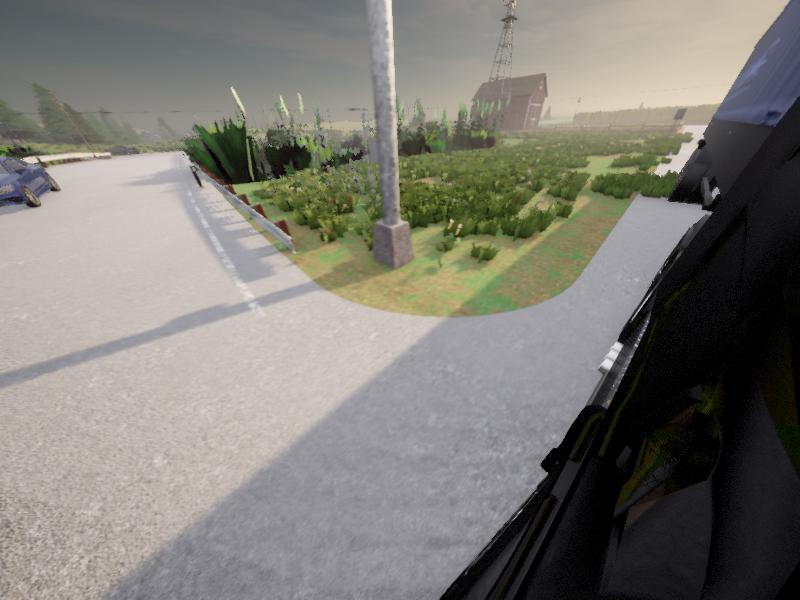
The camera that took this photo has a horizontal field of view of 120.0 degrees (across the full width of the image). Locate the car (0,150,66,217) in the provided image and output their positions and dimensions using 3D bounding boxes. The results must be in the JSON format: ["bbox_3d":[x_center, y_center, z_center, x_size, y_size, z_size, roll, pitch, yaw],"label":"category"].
[{"bbox_3d":[-14.796,-4.359,8.476,1.812,1.442,4.674,-28,46,-30],"label":"car"}]

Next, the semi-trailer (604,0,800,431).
[{"bbox_3d":[8.358,-3.816,4.538,14.254,4.402,2.717,-32,46,-33],"label":"semi-trailer"}]

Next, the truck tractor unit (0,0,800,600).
[{"bbox_3d":[2.645,-0.295,0.351,6.516,4.208,3.053,-28,44,-30],"label":"truck tractor unit"}]

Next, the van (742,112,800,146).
[{"bbox_3d":[29.498,-13.523,18.248,1.775,1.987,4.442,30,47,35],"label":"van"}]

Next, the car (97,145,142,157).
[{"bbox_3d":[-46.085,-24.577,38.033,4.181,1.385,1.994,-12,38,-13],"label":"car"}]
